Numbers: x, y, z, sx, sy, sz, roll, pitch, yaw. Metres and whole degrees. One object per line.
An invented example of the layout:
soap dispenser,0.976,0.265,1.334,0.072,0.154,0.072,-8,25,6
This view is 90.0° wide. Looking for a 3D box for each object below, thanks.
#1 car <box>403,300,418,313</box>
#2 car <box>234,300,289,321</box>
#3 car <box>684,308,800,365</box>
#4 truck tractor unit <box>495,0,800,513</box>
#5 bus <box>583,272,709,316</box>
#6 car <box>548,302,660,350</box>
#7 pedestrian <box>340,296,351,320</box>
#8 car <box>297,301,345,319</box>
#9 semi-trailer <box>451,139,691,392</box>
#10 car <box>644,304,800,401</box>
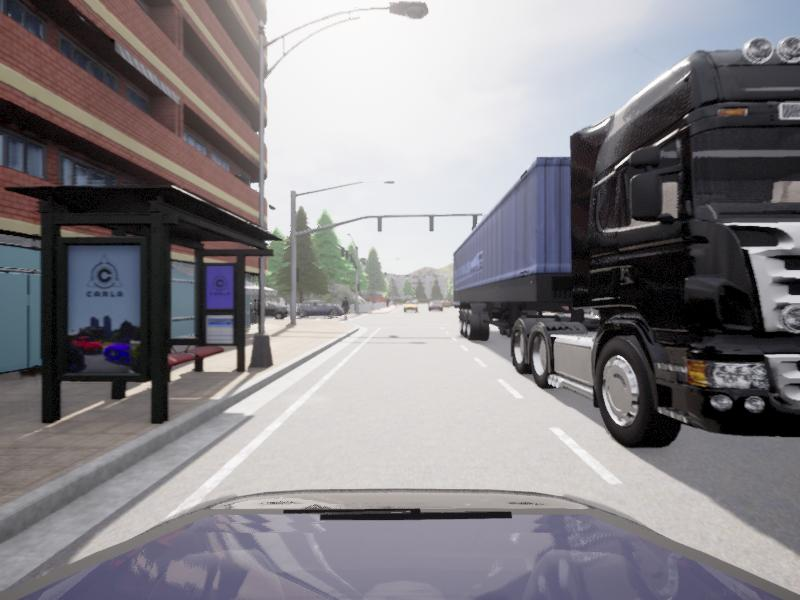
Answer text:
car,1.440,0.805,52.241,1.801,1.575,5.366,0,0,3
car,-10.343,0.761,30.106,3.705,1.549,1.789,0,0,-11
car,10.838,0.945,11.625,1.895,1.301,4.718,0,0,2
truck tractor unit,3.695,-0.509,6.223,3.053,4.208,6.516,0,0,2
bus,24.713,-0.587,40.706,10.273,4.253,3.944,0,0,1
car,7.428,0.846,15.226,1.837,1.490,4.892,0,0,1
pedestrian,-4.234,0.588,31.235,0.751,1.860,0.751,0,0,2
car,-6.674,0.800,33.975,3.806,1.475,1.970,0,0,-5
semi-trailer,3.898,-0.616,14.135,2.717,4.402,14.254,0,0,1
car,7.242,0.845,8.019,1.837,1.490,4.892,0,0,2
